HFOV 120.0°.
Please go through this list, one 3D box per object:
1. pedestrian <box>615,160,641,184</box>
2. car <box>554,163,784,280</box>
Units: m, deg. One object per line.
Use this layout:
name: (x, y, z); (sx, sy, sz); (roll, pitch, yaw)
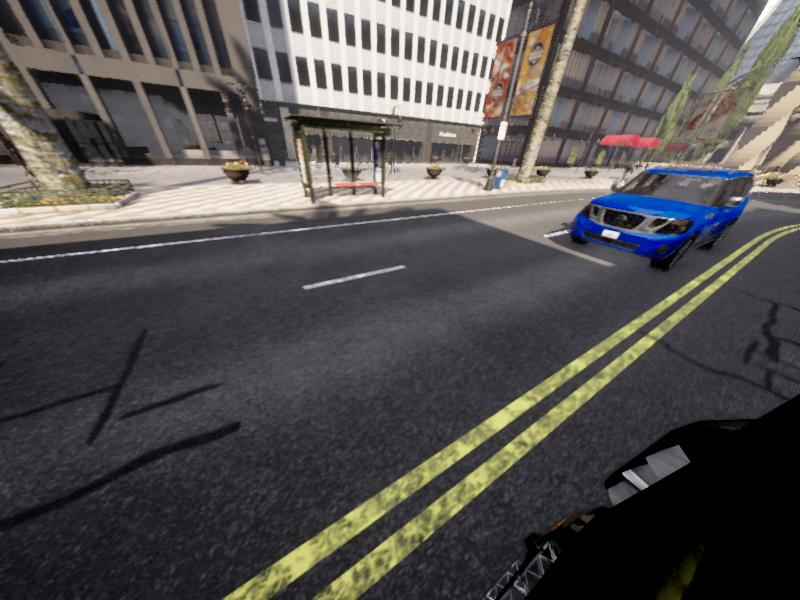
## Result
pedestrian: (21.049, -11.858, 21.346); (0.751, 1.860, 0.751); (0, 34, -4)
car: (7.340, -2.481, 6.373); (5.566, 2.045, 2.150); (-15, 38, -25)
